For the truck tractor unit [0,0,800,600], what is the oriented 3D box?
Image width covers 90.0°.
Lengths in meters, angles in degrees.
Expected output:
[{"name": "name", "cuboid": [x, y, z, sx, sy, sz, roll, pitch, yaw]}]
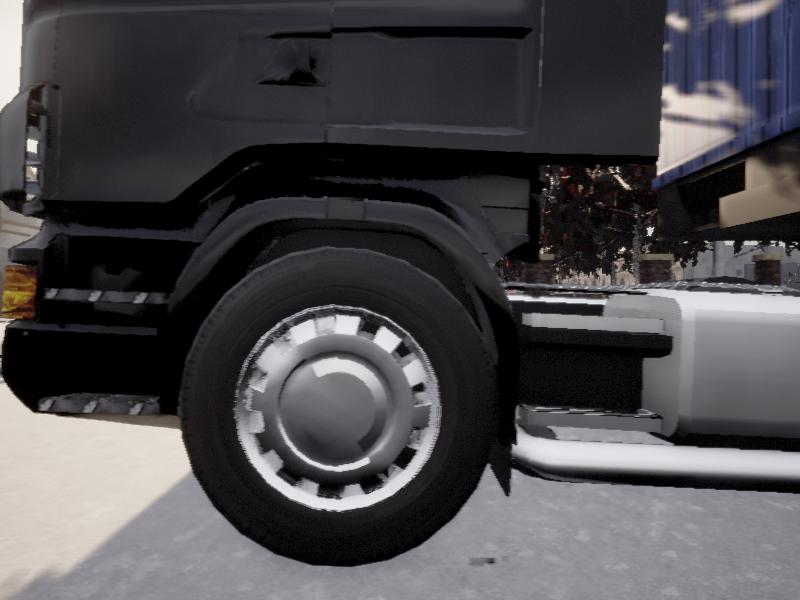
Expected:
[{"name": "truck tractor unit", "cuboid": [1.641, -1.119, 2.705, 6.516, 4.208, 3.053, 0, 0, 0]}]

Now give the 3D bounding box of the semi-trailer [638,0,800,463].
[{"name": "semi-trailer", "cuboid": [9.556, -1.221, 2.746, 14.254, 4.402, 2.717, 0, 0, 0]}]

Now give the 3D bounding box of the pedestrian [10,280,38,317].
[{"name": "pedestrian", "cuboid": [-19.488, -0.066, 20.728, 0.751, 1.860, 0.751, 0, 0, -1]}]

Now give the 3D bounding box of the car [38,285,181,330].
[{"name": "car", "cuboid": [-11.118, 0.241, 15.932, 2.128, 1.511, 4.902, 0, 0, 0]}]
